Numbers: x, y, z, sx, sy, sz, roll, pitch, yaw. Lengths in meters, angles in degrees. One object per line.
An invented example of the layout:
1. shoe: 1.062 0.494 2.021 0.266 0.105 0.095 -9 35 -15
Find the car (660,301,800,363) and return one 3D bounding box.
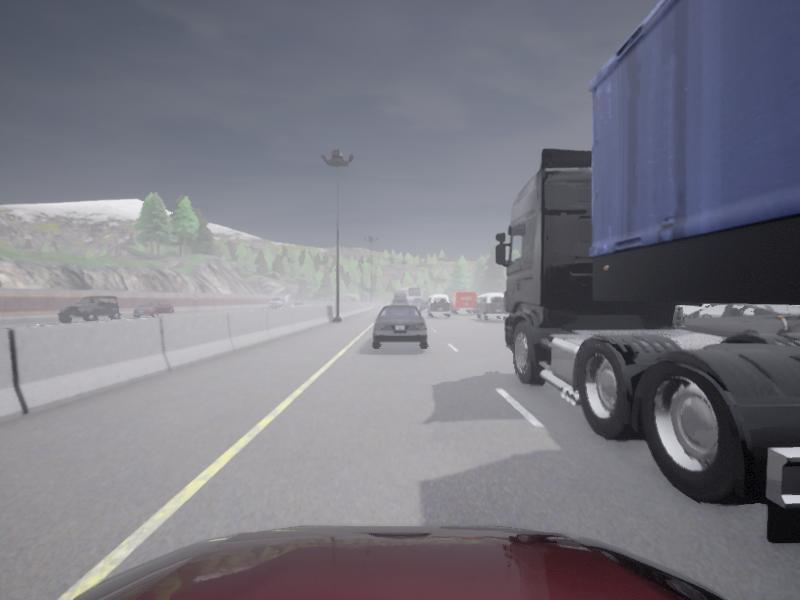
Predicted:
1. car: 10.498 0.814 12.325 2.007 1.525 4.514 0 0 0

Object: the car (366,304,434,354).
1. car: -0.001 0.877 14.489 2.033 1.411 5.357 0 0 0

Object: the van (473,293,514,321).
1. van: 6.998 0.527 30.484 2.069 2.038 4.480 0 -1 0

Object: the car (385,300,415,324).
1. car: -0.003 0.789 28.936 2.038 1.542 4.974 0 0 0

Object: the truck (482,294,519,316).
1. truck: 10.496 0.488 42.453 2.390 2.098 6.274 0 0 0

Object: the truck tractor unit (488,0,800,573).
1. truck tractor unit: 3.494 -0.526 5.600 3.053 4.208 6.516 0 0 0

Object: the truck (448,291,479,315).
1. truck: 6.993 0.301 44.660 2.627 2.467 5.204 0 0 0

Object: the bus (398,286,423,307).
1. bus: 2.129 -0.647 86.774 3.944 4.253 10.273 0 0 -8

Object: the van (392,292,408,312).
1. van: -0.001 0.256 55.421 1.988 2.561 5.915 0 1 0

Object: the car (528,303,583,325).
1. car: 10.497 0.910 27.381 1.895 1.301 4.718 0 0 0

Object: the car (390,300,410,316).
1. car: -0.004 0.779 42.596 2.038 1.542 4.974 0 1 0

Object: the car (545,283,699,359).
1. car: 6.997 0.553 13.573 2.150 2.045 5.566 0 0 1

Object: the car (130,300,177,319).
1. car: -21.004 0.772 34.277 1.789 1.549 3.705 0 0 0

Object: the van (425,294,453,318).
1. van: 3.495 0.525 36.673 2.069 2.038 4.480 0 0 0

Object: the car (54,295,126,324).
1. car: -21.004 0.611 27.342 1.905 1.878 3.866 0 0 0

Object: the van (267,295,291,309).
1. van: -21.052 0.287 69.894 2.351 2.431 6.366 0 0 0
